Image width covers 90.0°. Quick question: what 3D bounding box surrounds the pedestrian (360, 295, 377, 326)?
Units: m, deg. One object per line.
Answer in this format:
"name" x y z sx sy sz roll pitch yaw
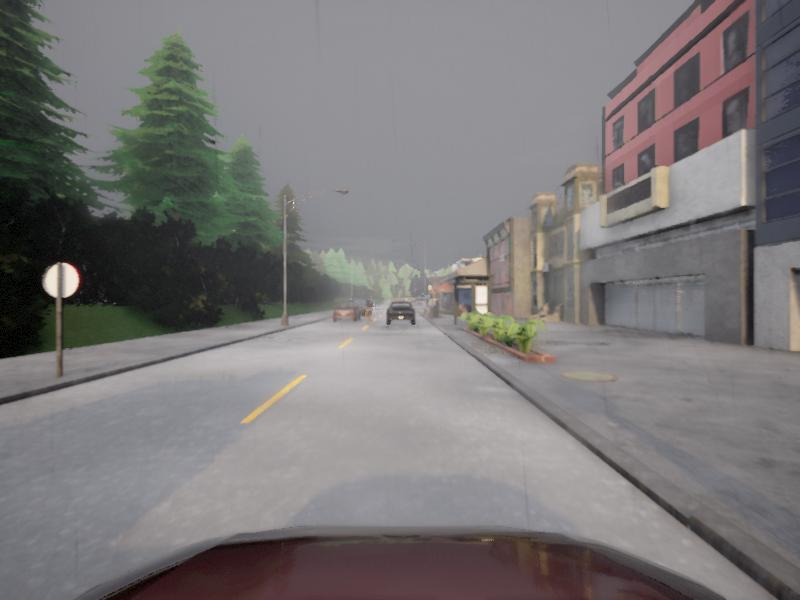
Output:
"pedestrian" -1.955 0.636 24.768 0.751 1.860 0.751 0 0 -43

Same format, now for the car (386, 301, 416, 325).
"car" 0.068 0.842 27.433 1.837 1.490 4.892 0 0 0

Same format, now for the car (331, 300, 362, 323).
"car" -3.927 0.815 29.786 1.789 1.549 3.705 0 0 0
